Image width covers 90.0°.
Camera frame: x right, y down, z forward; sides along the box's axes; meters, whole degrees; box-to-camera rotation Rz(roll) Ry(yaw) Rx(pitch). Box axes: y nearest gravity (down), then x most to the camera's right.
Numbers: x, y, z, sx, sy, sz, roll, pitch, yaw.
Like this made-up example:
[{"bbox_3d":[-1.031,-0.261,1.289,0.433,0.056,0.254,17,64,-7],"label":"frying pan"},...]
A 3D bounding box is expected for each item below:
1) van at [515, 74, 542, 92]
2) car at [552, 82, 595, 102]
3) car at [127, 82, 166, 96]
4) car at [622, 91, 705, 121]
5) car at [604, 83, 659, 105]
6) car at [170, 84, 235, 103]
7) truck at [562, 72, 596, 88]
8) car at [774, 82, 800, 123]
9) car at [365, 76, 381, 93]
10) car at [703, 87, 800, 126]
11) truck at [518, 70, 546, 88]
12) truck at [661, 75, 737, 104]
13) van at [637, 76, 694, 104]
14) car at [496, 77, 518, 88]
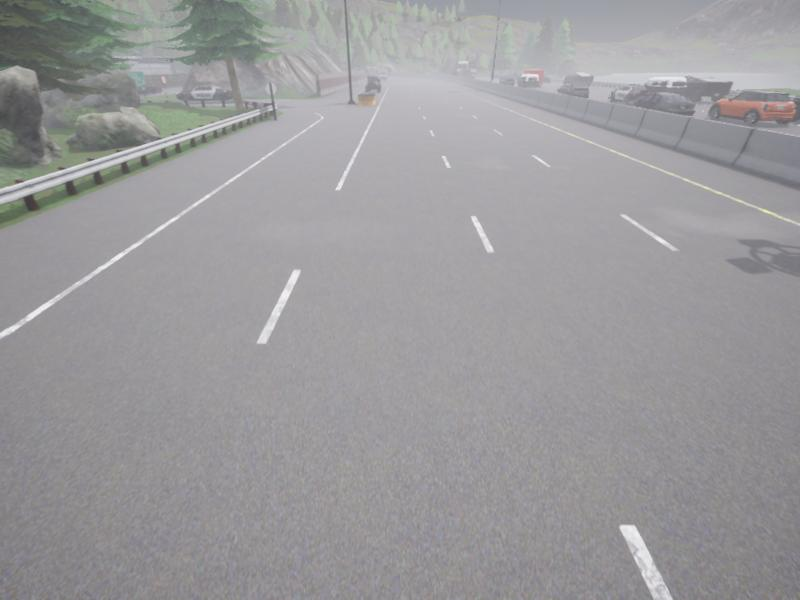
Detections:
[{"bbox_3d":[17.341,-29.447,54.230,2.069,2.038,4.480,0,30,0],"label":"van"},{"bbox_3d":[17.379,-21.034,40.336,2.128,1.511,4.902,0,30,0],"label":"car"},{"bbox_3d":[-33.725,-28.207,53.400,2.163,1.488,4.792,0,30,0],"label":"car"},{"bbox_3d":[17.416,-13.090,26.836,2.033,1.411,5.357,0,30,0],"label":"car"},{"bbox_3d":[20.890,-18.747,36.342,2.038,1.542,4.974,0,30,0],"label":"car"},{"bbox_3d":[-18.923,-19.941,38.583,4.974,1.542,2.038,-1,30,0],"label":"car"},{"bbox_3d":[27.818,-34.366,62.441,2.390,2.098,6.274,0,30,0],"label":"truck"},{"bbox_3d":[24.424,-10.723,22.033,2.150,2.045,5.566,0,31,0],"label":"car"},{"bbox_3d":[-3.659,-29.272,54.383,1.905,1.878,3.866,0,30,0],"label":"car"},{"bbox_3d":[20.922,-11.605,23.843,2.097,1.767,4.553,0,30,0],"label":"car"},{"bbox_3d":[20.815,-35.037,63.327,2.627,2.467,5.204,0,30,0],"label":"truck"},{"bbox_3d":[27.880,-19.937,37.718,2.390,2.098,6.274,0,30,0],"label":"truck"},{"bbox_3d":[24.385,-19.459,37.006,2.069,2.038,4.480,0,30,0],"label":"van"},{"bbox_3d":[17.315,-35.425,65.064,2.128,1.511,4.902,0,30,0],"label":"car"}]
